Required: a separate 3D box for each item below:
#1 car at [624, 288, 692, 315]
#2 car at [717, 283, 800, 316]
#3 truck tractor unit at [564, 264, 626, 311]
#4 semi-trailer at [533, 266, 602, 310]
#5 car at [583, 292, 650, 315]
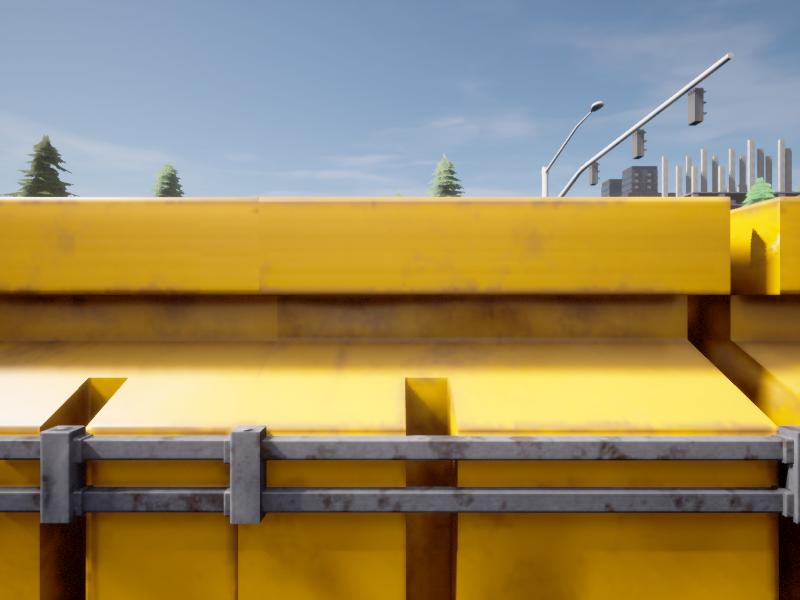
[{"bbox_3d":[18.474,0.091,28.975,2.097,1.767,4.553,0,0,2],"label":"car"},{"bbox_3d":[25.355,-0.037,28.034,2.150,2.045,5.566,0,0,3],"label":"car"},{"bbox_3d":[18.799,-1.117,39.151,3.053,4.208,6.516,0,0,2],"label":"truck tractor unit"},{"bbox_3d":[19.116,-1.221,47.058,2.717,4.402,14.254,0,0,2],"label":"semi-trailer"},{"bbox_3d":[14.937,0.233,27.992,2.128,1.511,4.902,0,0,2],"label":"car"}]
